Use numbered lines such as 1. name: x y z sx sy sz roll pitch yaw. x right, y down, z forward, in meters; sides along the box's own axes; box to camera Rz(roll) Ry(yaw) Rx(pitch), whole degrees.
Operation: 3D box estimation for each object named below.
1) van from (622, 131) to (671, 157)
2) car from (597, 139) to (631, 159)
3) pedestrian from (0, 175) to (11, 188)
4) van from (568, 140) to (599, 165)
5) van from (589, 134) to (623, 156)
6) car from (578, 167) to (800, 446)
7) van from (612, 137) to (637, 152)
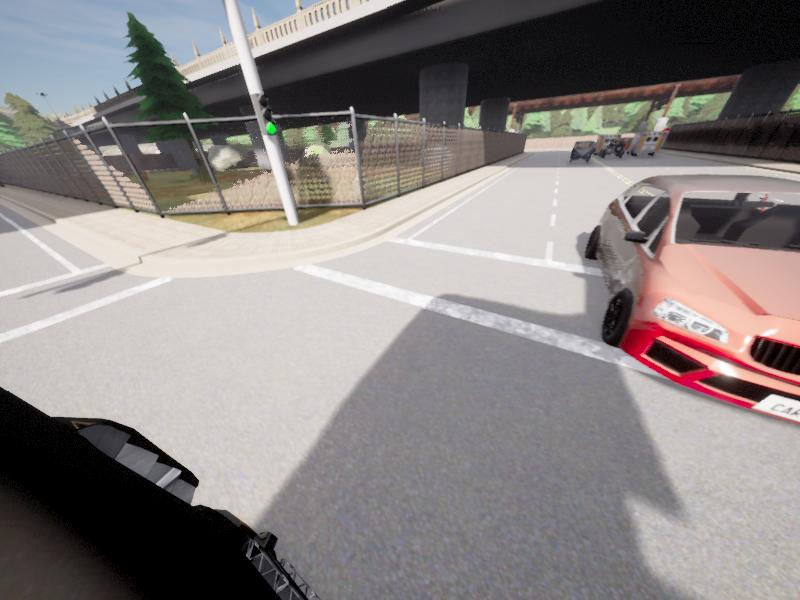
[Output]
1. van: 30.773 -19.703 29.182 2.351 2.431 6.366 16 38 26
2. car: 25.679 -18.261 27.898 1.932 1.855 4.605 16 38 26
3. pedestrian: -46.173 -13.884 26.480 0.751 1.860 0.751 22 41 33
4. van: 18.942 -15.463 24.100 1.775 1.987 4.442 16 38 26
5. van: 29.681 -22.496 33.486 2.351 2.431 6.366 16 38 26
6. car: 4.249 -0.668 3.169 2.242 1.667 4.611 16 37 26
7. van: 37.167 -25.901 38.440 1.775 1.987 4.442 16 37 26
